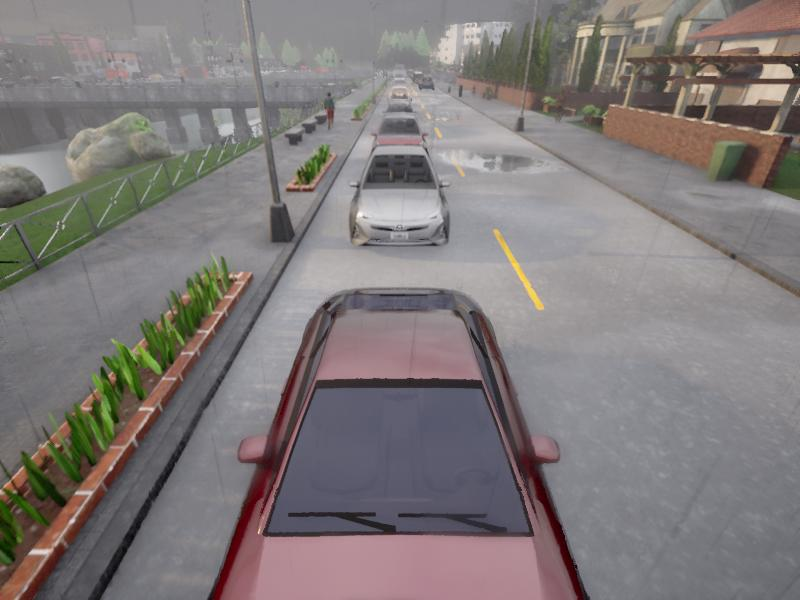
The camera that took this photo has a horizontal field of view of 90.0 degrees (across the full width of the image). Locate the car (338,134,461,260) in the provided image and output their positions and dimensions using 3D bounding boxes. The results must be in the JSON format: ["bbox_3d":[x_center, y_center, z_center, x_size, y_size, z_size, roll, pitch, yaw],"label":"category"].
[{"bbox_3d":[-0.009,-2.526,8.827,2.007,1.525,4.514,0,30,0],"label":"car"}]

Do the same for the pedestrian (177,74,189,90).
[{"bbox_3d":[-29.358,-29.554,54.240,0.751,1.860,0.751,3,30,5],"label":"pedestrian"}]

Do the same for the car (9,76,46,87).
[{"bbox_3d":[-65.728,-38.625,70.645,1.837,1.490,4.892,0,30,0],"label":"car"}]

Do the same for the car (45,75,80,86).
[{"bbox_3d":[-61.730,-40.227,73.253,1.930,1.638,5.238,0,30,0],"label":"car"}]

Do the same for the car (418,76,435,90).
[{"bbox_3d":[3.964,-32.903,60.694,2.242,1.667,4.611,0,30,0],"label":"car"}]

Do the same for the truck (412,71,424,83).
[{"bbox_3d":[3.952,-48.749,87.391,2.390,2.098,6.274,0,30,0],"label":"truck"}]

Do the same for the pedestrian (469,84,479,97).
[{"bbox_3d":[7.994,-22.692,43.323,0.751,1.300,0.751,-6,31,-11],"label":"pedestrian"}]

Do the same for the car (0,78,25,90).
[{"bbox_3d":[-61.721,-33.913,62.690,1.970,1.475,3.806,0,30,0],"label":"car"}]

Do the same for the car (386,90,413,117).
[{"bbox_3d":[-0.020,-14.327,29.030,1.845,1.501,3.633,0,30,0],"label":"car"}]

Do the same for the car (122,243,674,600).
[{"bbox_3d":[-0.006,1.026,2.928,1.994,1.385,4.181,0,30,0],"label":"car"}]

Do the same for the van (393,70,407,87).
[{"bbox_3d":[-0.041,-38.065,68.770,2.351,2.431,6.366,0,30,0],"label":"van"}]

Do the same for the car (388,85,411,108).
[{"bbox_3d":[-0.023,-18.232,35.705,1.882,1.535,5.008,0,30,0],"label":"car"}]

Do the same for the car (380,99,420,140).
[{"bbox_3d":[-0.015,-9.297,20.472,1.816,1.474,4.193,0,30,0],"label":"car"}]

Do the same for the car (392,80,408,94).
[{"bbox_3d":[-0.032,-28.358,53.210,1.994,1.385,4.181,0,30,0],"label":"car"}]

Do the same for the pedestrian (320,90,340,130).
[{"bbox_3d":[-3.672,-9.974,20.992,0.751,1.860,0.751,1,30,2],"label":"pedestrian"}]

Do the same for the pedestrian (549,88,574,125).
[{"bbox_3d":[9.165,-11.015,22.777,0.751,1.860,0.751,0,30,0],"label":"pedestrian"}]

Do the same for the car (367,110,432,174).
[{"bbox_3d":[-0.012,-5.915,14.629,2.007,1.525,4.514,0,30,0],"label":"car"}]
